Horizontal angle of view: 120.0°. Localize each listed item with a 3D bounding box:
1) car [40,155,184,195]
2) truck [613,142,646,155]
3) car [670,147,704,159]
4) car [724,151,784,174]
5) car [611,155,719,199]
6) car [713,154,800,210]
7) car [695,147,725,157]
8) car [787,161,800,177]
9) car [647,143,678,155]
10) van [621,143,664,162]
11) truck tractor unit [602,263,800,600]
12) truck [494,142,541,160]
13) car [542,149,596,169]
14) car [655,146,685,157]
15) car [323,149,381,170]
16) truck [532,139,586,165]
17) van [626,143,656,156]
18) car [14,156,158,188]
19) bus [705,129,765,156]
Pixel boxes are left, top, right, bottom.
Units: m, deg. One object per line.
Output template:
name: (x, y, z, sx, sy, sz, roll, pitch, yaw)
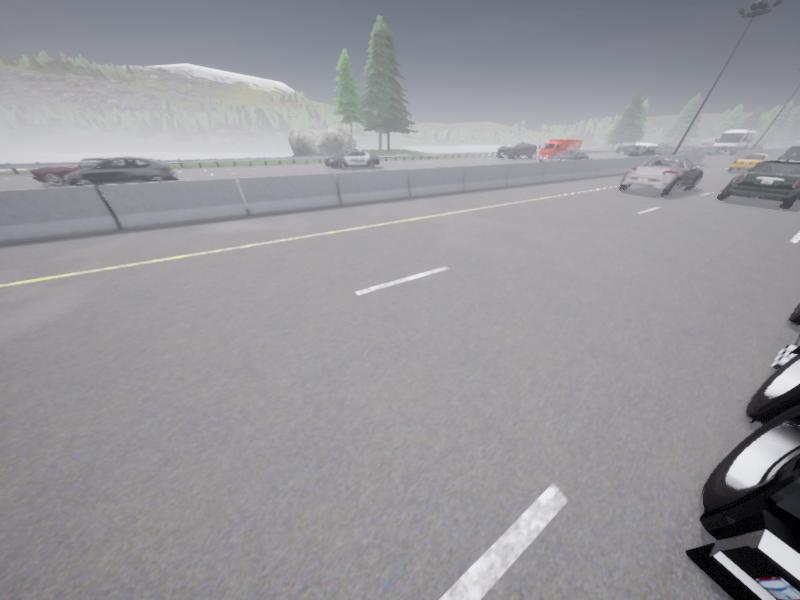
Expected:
car: (-14.533, -6.644, 12.127, 4.193, 1.474, 1.816, -18, 39, -24)
truck: (47.977, -31.727, 48.282, 6.274, 2.098, 2.390, -18, 39, -24)
car: (47.678, -24.474, 38.367, 4.902, 1.511, 2.128, -18, 39, -24)
car: (32.364, -12.635, 21.127, 5.366, 1.575, 1.801, -18, 39, -24)
car: (14.379, -6.838, 12.570, 5.027, 1.651, 2.152, -18, 39, -24)
car: (17.214, -5.519, 10.551, 4.553, 1.767, 2.097, -18, 39, -24)
car: (58.443, -27.914, 43.513, 5.357, 1.411, 2.033, -18, 39, -24)
car: (33.630, -10.697, 18.443, 3.806, 1.475, 1.970, -18, 39, -24)
car: (54.699, -31.570, 48.180, 5.566, 2.045, 2.150, -18, 39, -24)
van: (32.457, -19.764, 30.987, 4.480, 2.038, 2.069, -17, 38, -25)
truck tractor unit: (5.113, -0.298, 0.786, 6.516, 4.208, 3.053, -18, 39, -24)
truck: (17.037, -21.719, 33.580, 6.274, 2.098, 2.390, -18, 39, -24)
car: (17.600, -14.745, 24.073, 4.902, 1.511, 2.128, -18, 39, -24)
car: (50.092, -27.567, 42.824, 4.974, 1.542, 2.038, -18, 39, -24)
car: (-4.468, -13.287, 21.735, 4.974, 1.542, 2.038, -11, 36, -16)
truck: (19.136, -17.965, 27.879, 5.204, 2.467, 2.627, -18, 39, -25)
van: (45.831, -28.702, 43.965, 4.480, 2.038, 2.069, -18, 39, -24)
car: (-18.126, -7.716, 13.789, 4.718, 1.301, 1.895, -18, 39, -24)
bus: (68.693, -32.316, 47.450, 10.273, 4.253, 3.944, -18, 39, -24)
